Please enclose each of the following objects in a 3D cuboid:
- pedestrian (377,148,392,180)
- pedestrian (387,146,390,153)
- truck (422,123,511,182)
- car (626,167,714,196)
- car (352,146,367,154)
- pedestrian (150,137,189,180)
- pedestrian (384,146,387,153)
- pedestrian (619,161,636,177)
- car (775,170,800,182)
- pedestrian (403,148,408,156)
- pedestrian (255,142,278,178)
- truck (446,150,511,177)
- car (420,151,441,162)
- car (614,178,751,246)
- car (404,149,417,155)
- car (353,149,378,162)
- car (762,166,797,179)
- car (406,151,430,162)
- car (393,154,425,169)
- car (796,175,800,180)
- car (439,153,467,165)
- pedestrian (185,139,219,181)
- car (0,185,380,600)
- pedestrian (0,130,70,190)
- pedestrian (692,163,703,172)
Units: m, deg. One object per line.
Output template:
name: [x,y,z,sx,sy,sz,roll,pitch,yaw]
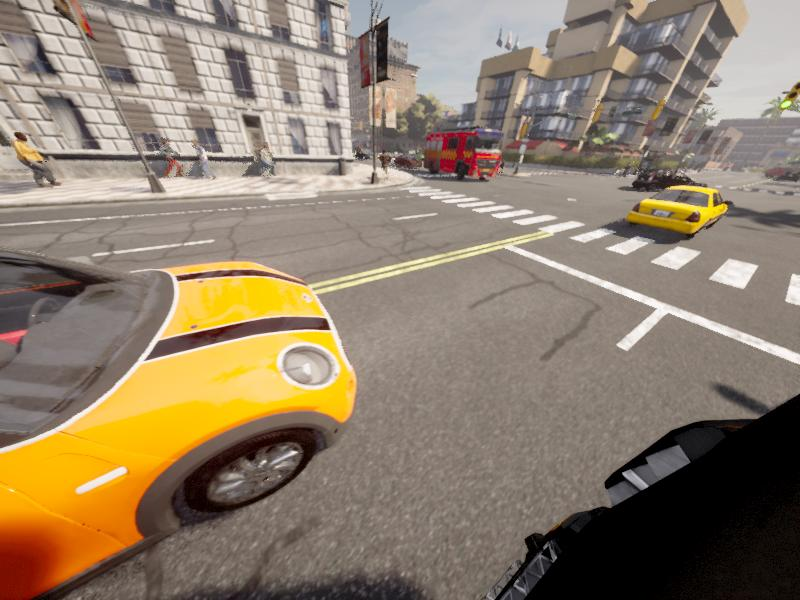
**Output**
pedestrian: [-1.076,-9.412,16.005,0.751,1.860,0.751,-19,40,-30]
pedestrian: [-3.748,-49.969,76.736,0.751,1.860,0.751,-17,39,-27]
truck: [5.421,-13.558,21.288,2.891,3.827,8.468,-11,36,-20]
car: [21.314,-9.510,18.452,3.988,1.617,1.851,6,34,5]
car: [-12.008,-44.501,68.407,2.152,1.651,5.027,-18,39,-28]
pedestrian: [-12.108,-7.471,12.225,0.751,1.860,0.751,-17,38,-27]
pedestrian: [-4.728,-50.514,77.479,0.751,1.860,0.751,-16,38,-26]
pedestrian: [30.341,-17.483,30.858,0.751,1.860,0.751,-16,38,-26]
car: [69.320,-22.045,40.980,4.611,1.667,2.242,-18,39,-29]
pedestrian: [1.506,-40.511,63.210,0.751,1.860,0.751,-18,39,-28]
pedestrian: [-8.132,-8.542,14.144,0.751,1.860,0.751,-16,38,-26]
truck: [8.207,-14.878,25.050,2.390,2.098,6.274,-19,39,-29]
car: [5.934,-28.380,45.602,1.851,1.617,3.988,-18,39,-28]
car: [10.538,-3.475,8.565,5.366,1.575,1.801,-18,39,-28]
car: [3.382,-46.446,72.619,3.633,1.501,1.845,-18,39,-28]
car: [-5.596,-23.319,37.199,1.837,1.490,4.892,-18,39,-28]
car: [82.309,-27.745,50.238,2.150,2.045,5.566,28,41,33]
car: [3.343,-27.077,43.514,2.007,1.525,4.514,-18,39,-28]
car: [1.057,-17.297,28.781,1.994,1.385,4.181,-16,38,-26]
car: [82.702,-24.962,46.511,3.705,1.549,1.789,-27,44,-37]
car: [9.367,-25.243,41.259,1.837,1.490,4.892,-18,39,-28]
pedestrian: [-10.488,-7.439,12.302,0.751,1.860,0.751,-18,39,-28]
car: [-2.622,0.562,1.274,4.553,1.767,2.097,-17,39,-28]
pedestrian: [-13.964,-5.282,8.789,0.751,1.860,0.751,-20,40,-30]
pedestrian: [69.147,-30.880,53.761,0.751,1.860,0.751,-26,43,-36]
